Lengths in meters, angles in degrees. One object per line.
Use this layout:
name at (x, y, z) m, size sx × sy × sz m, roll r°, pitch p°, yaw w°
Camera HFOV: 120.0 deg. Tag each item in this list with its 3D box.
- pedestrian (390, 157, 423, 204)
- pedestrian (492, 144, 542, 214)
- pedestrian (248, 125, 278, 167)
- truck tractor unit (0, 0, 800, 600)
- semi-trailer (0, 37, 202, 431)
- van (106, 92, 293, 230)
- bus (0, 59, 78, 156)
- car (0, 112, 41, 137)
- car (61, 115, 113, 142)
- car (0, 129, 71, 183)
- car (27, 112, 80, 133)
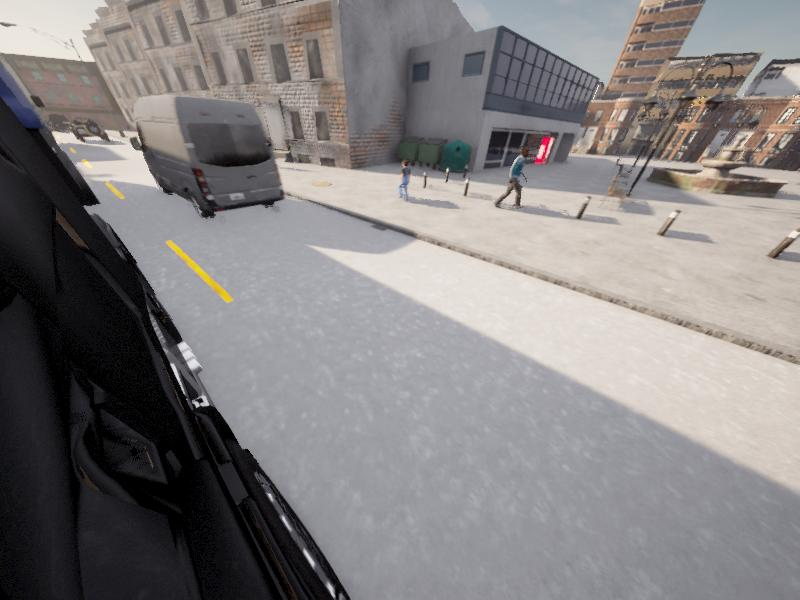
pedestrian at (0.180, -4.067, 7.846) m, size 0.751 × 1.300 × 0.751 m, roll -20°, pitch 42°, yaw -28°
pedestrian at (3.716, -3.866, 7.429) m, size 0.751 × 1.860 × 0.751 m, roll 26°, pitch 42°, yaw 28°
pedestrian at (-7.528, -8.453, 12.748) m, size 0.751 × 1.860 × 0.751 m, roll 32°, pitch 45°, yaw 33°
truck tractor unit at (-2.645, -0.295, 0.351) m, size 6.516 × 4.208 × 3.053 m, roll 28°, pitch 44°, yaw 30°
semi-trailer at (-8.732, -3.581, 4.195) m, size 14.254 × 4.402 × 2.717 m, roll 28°, pitch 43°, yaw 29°
van at (-6.097, -4.381, 7.022) m, size 5.915 × 2.561 × 1.988 m, roll 27°, pitch 43°, yaw 29°
bus at (-26.150, -12.431, 15.046) m, size 10.273 × 4.253 × 3.944 m, roll 28°, pitch 43°, yaw 29°
car at (-38.163, -17.468, 22.981) m, size 3.866 × 1.878 × 1.905 m, roll 26°, pitch 43°, yaw 29°
car at (-29.632, -16.190, 21.848) m, size 4.605 × 1.855 × 1.932 m, roll 27°, pitch 43°, yaw 29°
car at (-16.325, -6.240, 9.790) m, size 5.357 × 1.411 × 2.033 m, roll 27°, pitch 43°, yaw 29°
car at (-44.873, -23.005, 29.967) m, size 3.866 × 1.878 × 1.905 m, roll 12°, pitch 37°, yaw 12°
